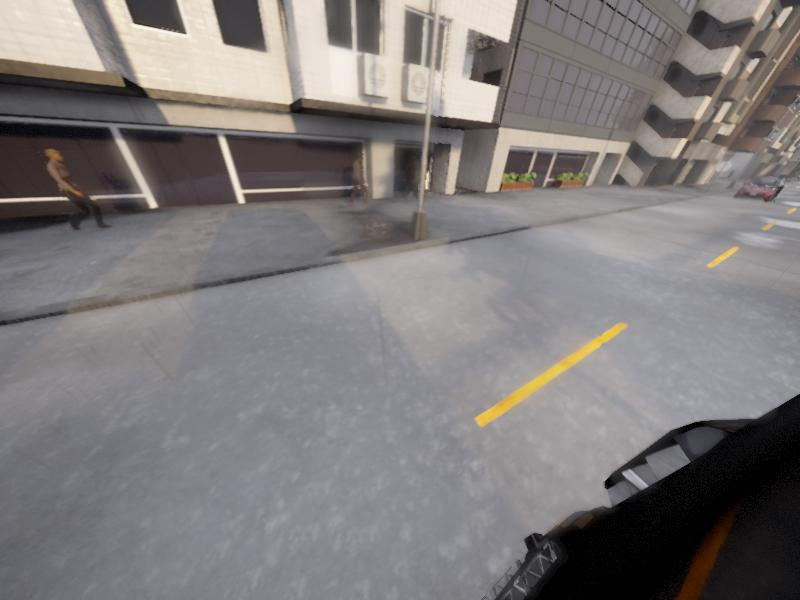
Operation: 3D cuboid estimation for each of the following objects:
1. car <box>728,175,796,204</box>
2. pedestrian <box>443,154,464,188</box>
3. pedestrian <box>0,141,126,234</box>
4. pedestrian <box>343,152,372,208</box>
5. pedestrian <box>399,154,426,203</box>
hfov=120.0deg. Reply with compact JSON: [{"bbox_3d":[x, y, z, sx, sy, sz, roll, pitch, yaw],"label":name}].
[{"bbox_3d":[26.457,-8.154,16.899,3.633,1.501,1.845,-16,38,-26],"label":"car"},{"bbox_3d":[3.396,-8.262,14.846,0.751,1.860,0.751,-7,35,-15],"label":"pedestrian"},{"bbox_3d":[-7.775,-2.635,5.504,0.751,1.860,0.751,-13,37,-23],"label":"pedestrian"},{"bbox_3d":[-1.628,-4.674,9.047,0.751,1.860,0.751,-19,39,-29],"label":"pedestrian"},{"bbox_3d":[0.514,-5.392,10.293,0.751,1.860,0.751,-18,39,-29],"label":"pedestrian"}]
